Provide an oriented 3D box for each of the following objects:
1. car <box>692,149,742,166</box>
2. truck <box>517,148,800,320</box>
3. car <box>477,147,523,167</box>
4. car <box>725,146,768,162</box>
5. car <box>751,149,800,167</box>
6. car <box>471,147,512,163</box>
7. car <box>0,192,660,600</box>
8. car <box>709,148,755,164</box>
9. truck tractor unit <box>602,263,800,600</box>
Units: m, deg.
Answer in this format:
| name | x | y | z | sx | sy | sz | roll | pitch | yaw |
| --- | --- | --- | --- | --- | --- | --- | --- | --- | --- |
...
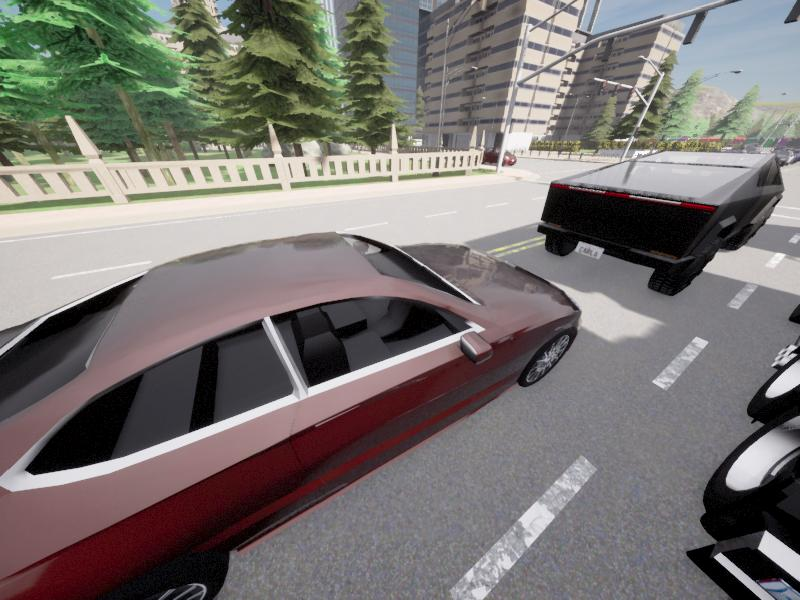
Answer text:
| name | x | y | z | sx | sy | sz | roll | pitch | yaw |
| --- | --- | --- | --- | --- | --- | --- | --- | --- | --- |
| car | 35.943 | -16.241 | 26.240 | 4.514 | 1.525 | 2.007 | -17 | 38 | -23 |
| truck | 5.997 | -2.037 | 5.130 | 6.274 | 2.098 | 2.390 | -18 | 39 | -24 |
| car | 10.494 | -15.293 | 24.634 | 1.851 | 1.617 | 3.988 | -17 | 38 | -23 |
| car | 47.402 | -19.981 | 31.603 | 4.856 | 1.649 | 2.033 | -18 | 39 | -24 |
| car | 42.203 | -15.936 | 25.842 | 4.974 | 1.542 | 2.038 | -18 | 39 | -24 |
| car | 11.419 | -18.381 | 29.219 | 1.812 | 1.442 | 4.674 | -18 | 39 | -24 |
| car | -0.491 | 0.277 | 2.178 | 5.027 | 1.651 | 2.152 | -18 | 39 | -24 |
| car | 41.375 | -17.975 | 28.764 | 4.974 | 1.542 | 2.038 | -18 | 39 | -24 |
| truck tractor unit | 5.108 | -0.303 | 0.786 | 6.516 | 4.208 | 3.053 | -18 | 39 | -24 |
